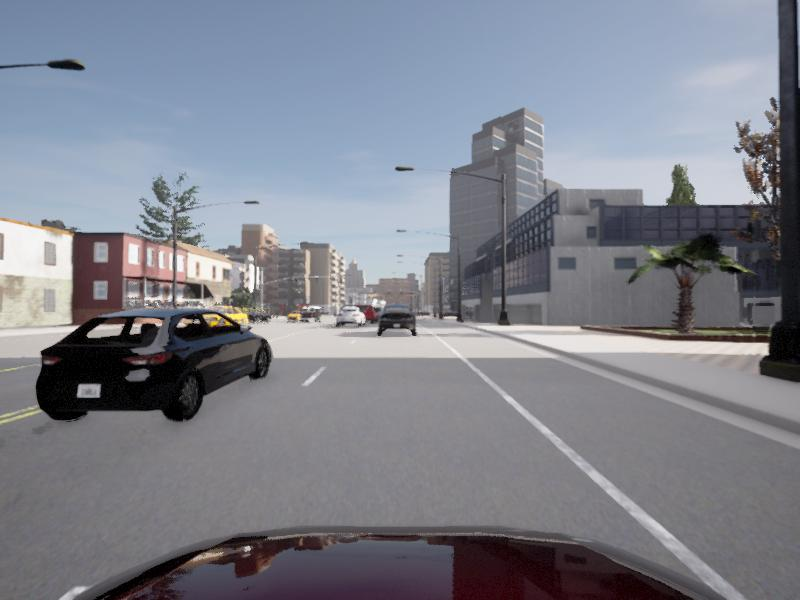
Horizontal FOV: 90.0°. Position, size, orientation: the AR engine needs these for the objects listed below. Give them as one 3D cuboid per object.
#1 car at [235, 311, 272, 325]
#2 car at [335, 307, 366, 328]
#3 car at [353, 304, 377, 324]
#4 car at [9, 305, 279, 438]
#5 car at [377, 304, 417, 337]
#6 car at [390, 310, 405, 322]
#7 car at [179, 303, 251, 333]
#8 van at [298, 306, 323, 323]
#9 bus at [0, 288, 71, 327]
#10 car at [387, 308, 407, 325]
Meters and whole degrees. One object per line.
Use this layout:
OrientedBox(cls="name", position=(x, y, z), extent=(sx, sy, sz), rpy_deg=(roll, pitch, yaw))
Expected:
OrientedBox(cls="car", position=(-14.197, 1.732, 39.195), extent=(1.895, 1.301, 4.718), rpy_deg=(0, -3, 0))
OrientedBox(cls="car", position=(-3.663, 1.275, 30.180), extent=(1.812, 1.442, 4.674), rpy_deg=(0, -2, 0))
OrientedBox(cls="car", position=(-3.786, 1.581, 44.268), extent=(2.150, 2.045, 5.566), rpy_deg=(0, -3, 0))
OrientedBox(cls="car", position=(-3.601, 0.854, 6.726), extent=(1.816, 1.474, 4.193), rpy_deg=(0, 0, 1))
OrientedBox(cls="car", position=(-0.141, 0.982, 20.755), extent=(1.837, 1.490, 4.892), rpy_deg=(0, -1, 0))
OrientedBox(cls="car", position=(-0.341, 2.199, 54.973), extent=(1.930, 1.638, 5.238), rpy_deg=(0, -2, 0))
OrientedBox(cls="car", position=(-10.624, 1.004, 23.503), extent=(1.801, 1.575, 5.366), rpy_deg=(0, -1, 0))
OrientedBox(cls="van", position=(-10.774, 1.770, 48.466), extent=(2.069, 2.038, 4.480), rpy_deg=(0, -3, 0))
OrientedBox(cls="bus", position=(-44.957, 0.890, 46.287), extent=(3.944, 4.253, 10.273), rpy_deg=(-1, -2, 44))
OrientedBox(cls="car", position=(-0.246, 1.648, 40.123), extent=(1.882, 1.535, 5.008), rpy_deg=(0, -2, 0))
